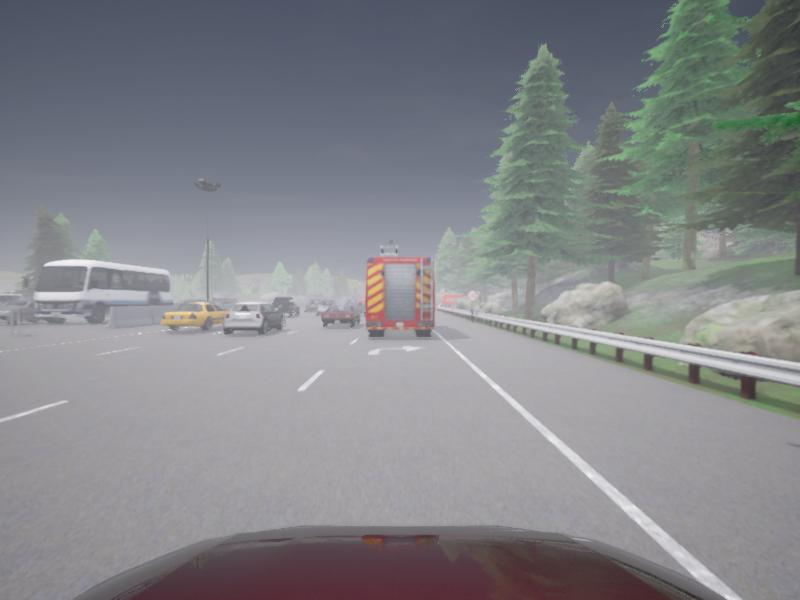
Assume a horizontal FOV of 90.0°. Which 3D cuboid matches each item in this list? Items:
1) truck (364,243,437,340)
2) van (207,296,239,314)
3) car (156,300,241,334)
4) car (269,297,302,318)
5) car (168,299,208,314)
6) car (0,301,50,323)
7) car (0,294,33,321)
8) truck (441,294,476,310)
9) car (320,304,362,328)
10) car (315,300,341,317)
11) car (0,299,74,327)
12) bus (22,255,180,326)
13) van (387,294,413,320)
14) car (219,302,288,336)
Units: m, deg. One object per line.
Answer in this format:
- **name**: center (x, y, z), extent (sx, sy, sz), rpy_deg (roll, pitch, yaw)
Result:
- **truck**: center (0.006, -0.330, 20.037), extent (2.891, 3.827, 8.468), rpy_deg (0, 0, 0)
- **van**: center (-21.003, 0.574, 47.664), extent (1.775, 1.987, 4.442), rpy_deg (0, 0, 0)
- **car**: center (-10.500, 0.790, 21.409), extent (1.801, 1.575, 5.366), rpy_deg (0, 0, 0)
- **car**: center (-10.500, 0.628, 36.895), extent (1.905, 1.878, 3.866), rpy_deg (0, 0, 0)
- **car**: center (-24.503, 0.732, 46.516), extent (2.242, 1.667, 4.611), rpy_deg (0, 0, 0)
- **car**: center (-28.001, 0.814, 28.616), extent (2.007, 1.525, 4.514), rpy_deg (0, 0, 0)
- **car**: center (-31.499, 0.546, 30.374), extent (2.150, 2.045, 5.566), rpy_deg (0, 1, 0)
- **truck**: center (9.571, 0.301, 65.911), extent (5.204, 2.467, 2.627), rpy_deg (1, 0, -1)
- **car**: center (-3.501, 0.931, 24.605), extent (1.895, 1.301, 4.718), rpy_deg (0, 0, 0)
- **car**: center (-7.001, 0.767, 39.479), extent (1.851, 1.617, 3.988), rpy_deg (0, 0, 0)
- **car**: center (-24.501, 0.767, 26.269), extent (2.152, 1.651, 5.027), rpy_deg (0, 0, 0)
- **bus**: center (-20.882, -0.547, 29.307), extent (3.944, 4.253, 10.273), rpy_deg (0, 0, 0)
- **van**: center (0.001, 0.556, 34.175), extent (2.069, 2.038, 4.480), rpy_deg (0, 0, 0)
- **car**: center (-6.998, 0.843, 19.564), extent (1.970, 1.475, 3.806), rpy_deg (0, 0, 0)
